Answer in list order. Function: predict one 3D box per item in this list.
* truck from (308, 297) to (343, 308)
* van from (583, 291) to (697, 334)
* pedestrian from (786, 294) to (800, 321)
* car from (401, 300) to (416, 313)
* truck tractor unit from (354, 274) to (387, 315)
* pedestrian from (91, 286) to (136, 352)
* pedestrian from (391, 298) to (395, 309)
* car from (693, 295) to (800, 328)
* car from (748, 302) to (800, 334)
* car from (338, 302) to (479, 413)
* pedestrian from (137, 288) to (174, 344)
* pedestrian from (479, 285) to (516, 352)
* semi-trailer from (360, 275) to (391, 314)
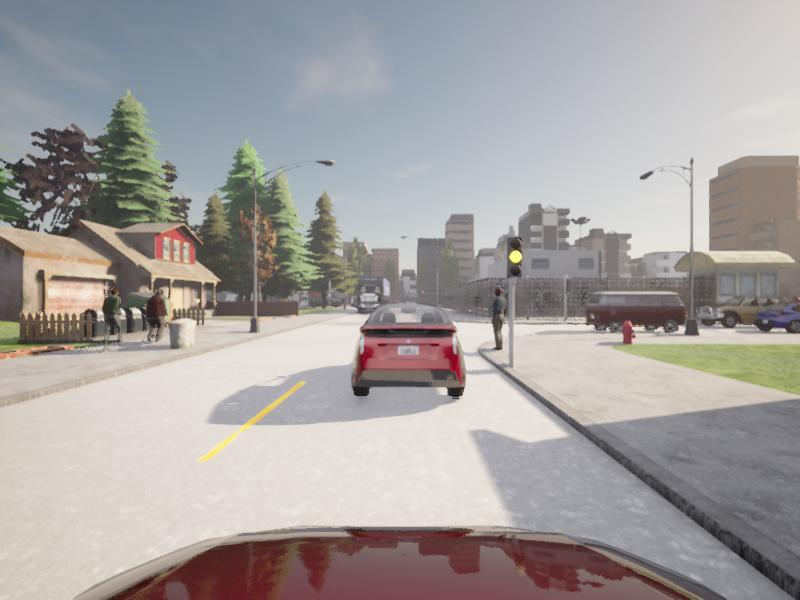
[{"bbox_3d":[-14.360,0.484,77.467,6.274,2.098,2.390,0,0,1],"label":"truck"},{"bbox_3d":[11.468,0.582,19.328,4.442,1.987,1.775,0,0,0],"label":"van"},{"bbox_3d":[27.797,0.512,28.072,0.751,1.860,0.751,0,0,-4],"label":"pedestrian"},{"bbox_3d":[1.039,0.752,50.244,1.851,1.617,3.988,0,0,1],"label":"car"},{"bbox_3d":[-3.095,-0.554,44.179,3.053,4.208,6.516,0,0,1],"label":"truck tractor unit"},{"bbox_3d":[-8.258,0.525,11.549,0.751,1.860,0.751,0,0,0],"label":"pedestrian"},{"bbox_3d":[-1.212,0.588,67.439,0.751,1.860,0.751,0,0,0],"label":"pedestrian"},{"bbox_3d":[19.941,0.635,23.076,4.605,1.855,1.932,0,0,3],"label":"car"},{"bbox_3d":[19.645,0.839,19.217,4.193,1.474,1.816,0,0,1],"label":"car"},{"bbox_3d":[0.164,0.823,7.924,2.007,1.525,4.514,0,0,1],"label":"car"},{"bbox_3d":[-8.225,0.523,13.482,0.751,1.860,0.751,0,0,2],"label":"pedestrian"},{"bbox_3d":[2.845,0.525,11.629,0.751,1.860,0.751,0,0,-41],"label":"pedestrian"},{"bbox_3d":[-2.915,-0.657,52.093,2.717,4.402,14.254,0,0,1],"label":"semi-trailer"}]
